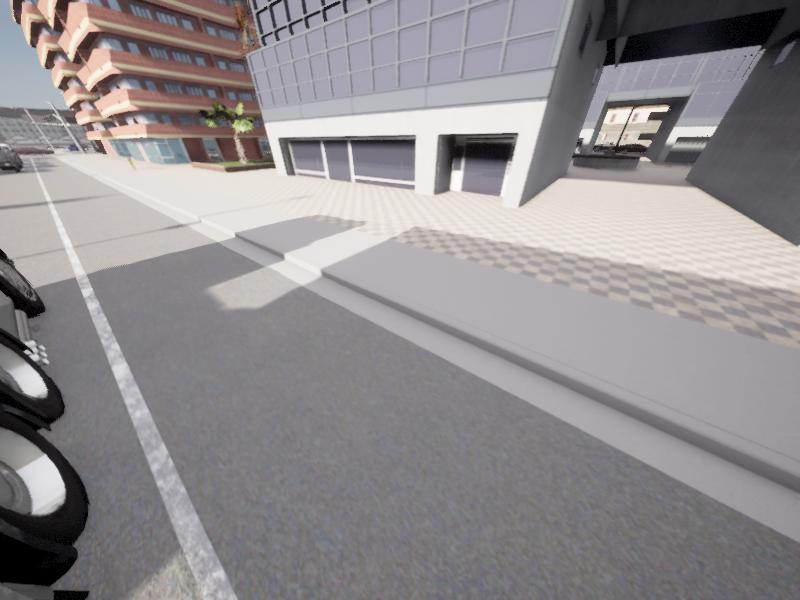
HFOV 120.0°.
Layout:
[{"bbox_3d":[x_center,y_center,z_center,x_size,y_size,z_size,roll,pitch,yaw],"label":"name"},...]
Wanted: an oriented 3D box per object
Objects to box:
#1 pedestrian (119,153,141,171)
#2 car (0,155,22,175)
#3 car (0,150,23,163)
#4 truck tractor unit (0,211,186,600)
[{"bbox_3d":[-23.414,-11.970,20.033,0.751,1.300,0.751,-28,44,-34],"label":"pedestrian"},{"bbox_3d":[-35.833,-12.073,20.566,4.718,1.301,1.895,23,41,29],"label":"car"},{"bbox_3d":[-54.283,-19.828,31.889,4.718,1.301,1.895,23,41,30],"label":"car"},{"bbox_3d":[-5.018,-0.384,0.903,6.516,4.208,3.053,22,40,28],"label":"truck tractor unit"}]
